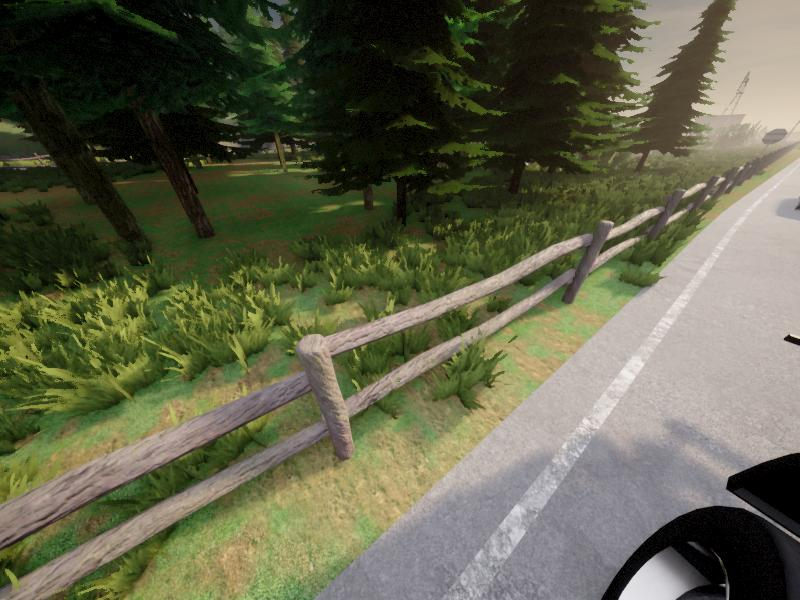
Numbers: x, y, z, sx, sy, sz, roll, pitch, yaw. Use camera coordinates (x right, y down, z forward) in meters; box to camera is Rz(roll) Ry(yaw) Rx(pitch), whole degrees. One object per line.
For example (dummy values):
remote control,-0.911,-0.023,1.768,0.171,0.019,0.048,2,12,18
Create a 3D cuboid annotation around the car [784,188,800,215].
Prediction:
car,16.184,-3.971,8.114,4.902,1.511,2.128,-21,40,-27
